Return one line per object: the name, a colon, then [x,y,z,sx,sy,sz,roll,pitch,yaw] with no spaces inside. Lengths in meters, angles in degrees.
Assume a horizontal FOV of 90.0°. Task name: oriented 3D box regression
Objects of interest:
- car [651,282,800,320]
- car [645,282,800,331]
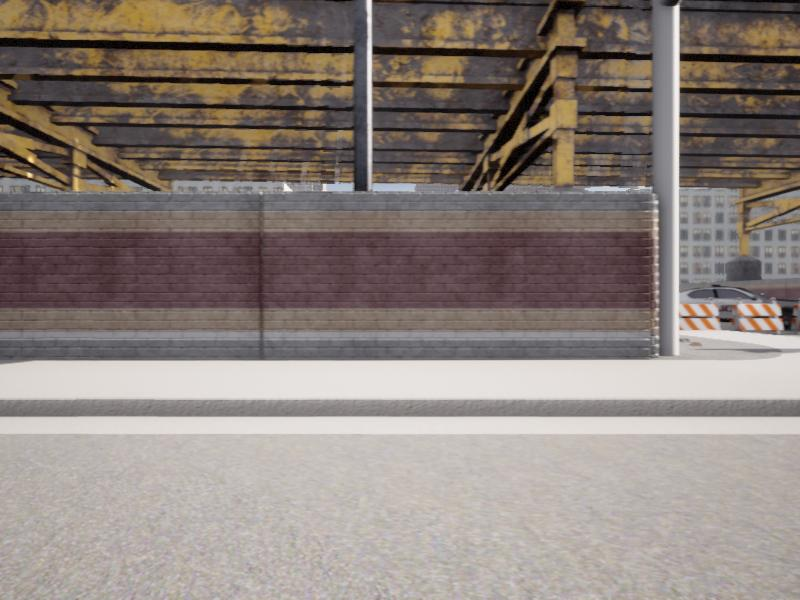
car: [12.039,0.040,14.669,4.536,1.218,1.853,0,0,44]
car: [12.077,0.197,14.633,4.974,1.542,2.038,0,0,44]
